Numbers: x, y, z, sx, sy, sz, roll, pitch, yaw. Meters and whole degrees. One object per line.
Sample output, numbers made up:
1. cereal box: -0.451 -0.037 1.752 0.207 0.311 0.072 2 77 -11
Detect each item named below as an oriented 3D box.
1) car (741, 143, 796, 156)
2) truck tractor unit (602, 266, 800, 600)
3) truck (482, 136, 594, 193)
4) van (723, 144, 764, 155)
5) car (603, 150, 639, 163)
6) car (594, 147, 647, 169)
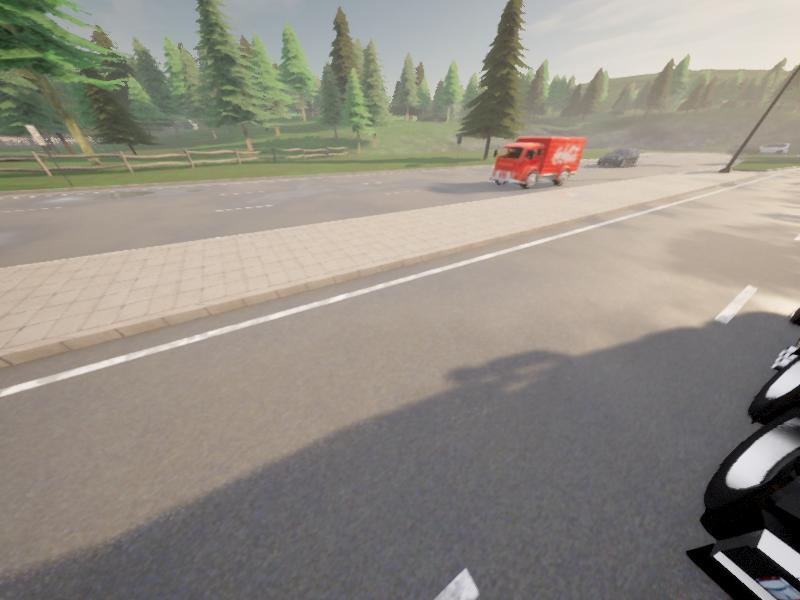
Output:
1. car: 78.667 -32.304 49.515 5.566 2.045 2.150 19 39 24
2. truck tractor unit: 5.116 -0.292 0.791 6.516 4.208 3.053 -18 39 -24
3. truck: 7.905 -8.022 13.468 5.204 2.467 2.627 -18 39 -24
4. van: 71.601 -31.461 48.271 4.442 1.987 1.775 3 35 4
5. car: 29.605 -19.274 30.903 4.718 1.301 1.895 -21 40 -27
6. car: 23.031 -14.933 24.154 4.553 1.767 2.097 -18 39 -25
